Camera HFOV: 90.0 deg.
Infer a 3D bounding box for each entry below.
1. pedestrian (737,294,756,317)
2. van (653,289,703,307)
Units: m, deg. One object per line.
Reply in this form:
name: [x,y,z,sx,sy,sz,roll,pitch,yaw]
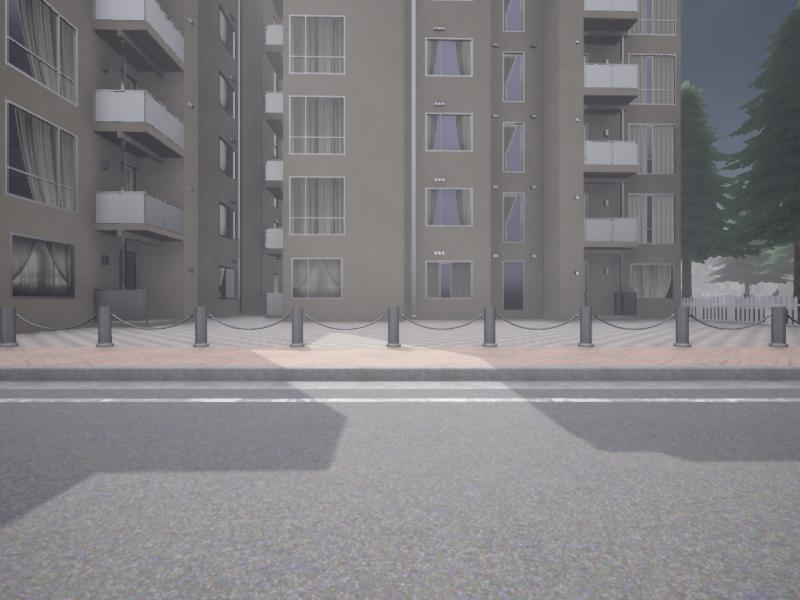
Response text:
pedestrian: [16.974,0.276,19.616,0.500,1.100,0.500,0,0,-3]
van: [39.760,-0.282,57.320,5.915,2.561,1.988,0,0,-1]
